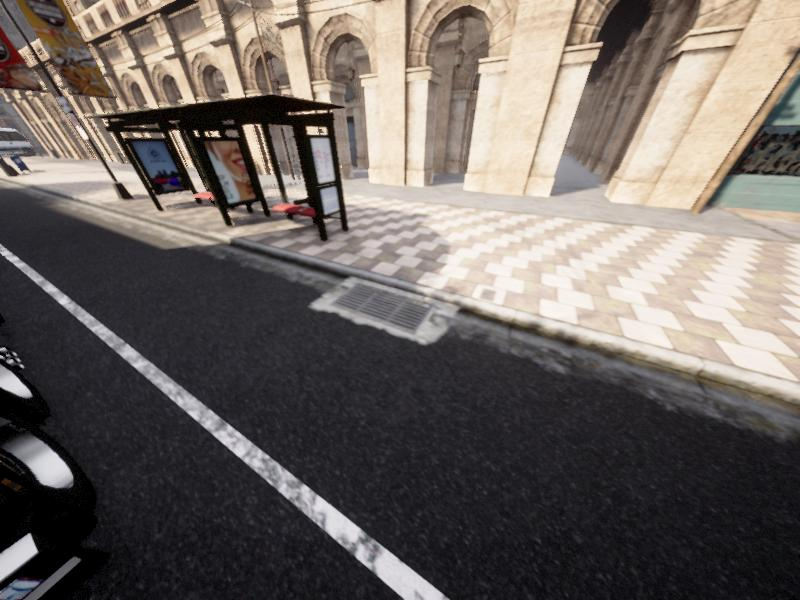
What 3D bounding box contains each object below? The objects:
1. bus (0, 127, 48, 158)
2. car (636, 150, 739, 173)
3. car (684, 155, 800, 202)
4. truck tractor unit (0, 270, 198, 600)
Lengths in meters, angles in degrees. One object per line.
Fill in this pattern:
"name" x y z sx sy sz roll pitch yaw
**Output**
"bus" -67.311 -25.335 37.271 3.944 4.253 10.273 4 35 9
"car" 22.380 -11.053 18.313 4.718 1.301 1.895 17 38 23
"car" 16.590 -5.323 10.043 4.786 1.482 2.161 17 38 23
"truck tractor unit" -5.121 -0.291 0.767 6.516 4.208 3.053 18 39 24
